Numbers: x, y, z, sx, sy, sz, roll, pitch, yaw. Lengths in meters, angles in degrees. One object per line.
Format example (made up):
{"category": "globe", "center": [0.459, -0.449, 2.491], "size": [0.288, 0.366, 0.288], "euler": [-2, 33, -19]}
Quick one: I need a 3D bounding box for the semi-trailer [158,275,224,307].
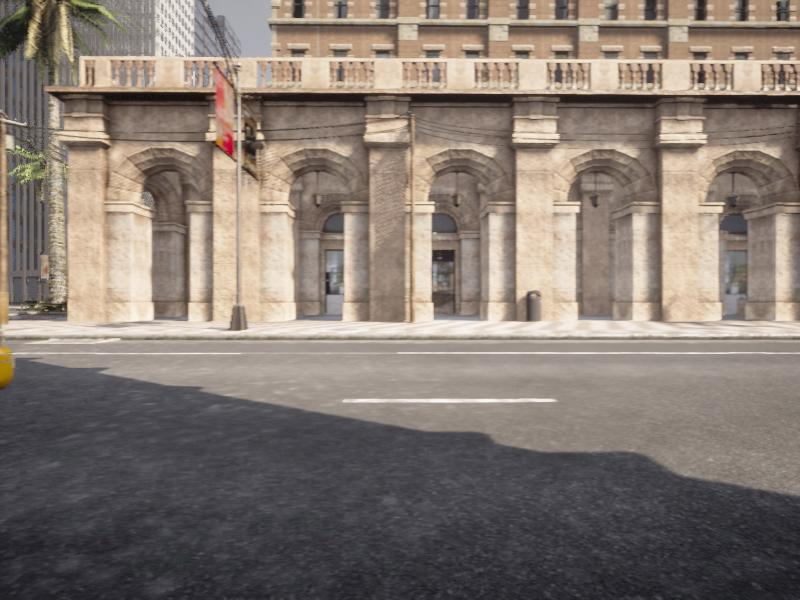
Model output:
{"category": "semi-trailer", "center": [-31.587, -1.205, 61.550], "size": [2.717, 4.402, 14.254], "euler": [0, 0, 0]}

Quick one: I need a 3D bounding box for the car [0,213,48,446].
{"category": "car", "center": [-5.385, 0.203, 2.167], "size": [5.366, 1.575, 1.801], "euler": [0, 0, 0]}
